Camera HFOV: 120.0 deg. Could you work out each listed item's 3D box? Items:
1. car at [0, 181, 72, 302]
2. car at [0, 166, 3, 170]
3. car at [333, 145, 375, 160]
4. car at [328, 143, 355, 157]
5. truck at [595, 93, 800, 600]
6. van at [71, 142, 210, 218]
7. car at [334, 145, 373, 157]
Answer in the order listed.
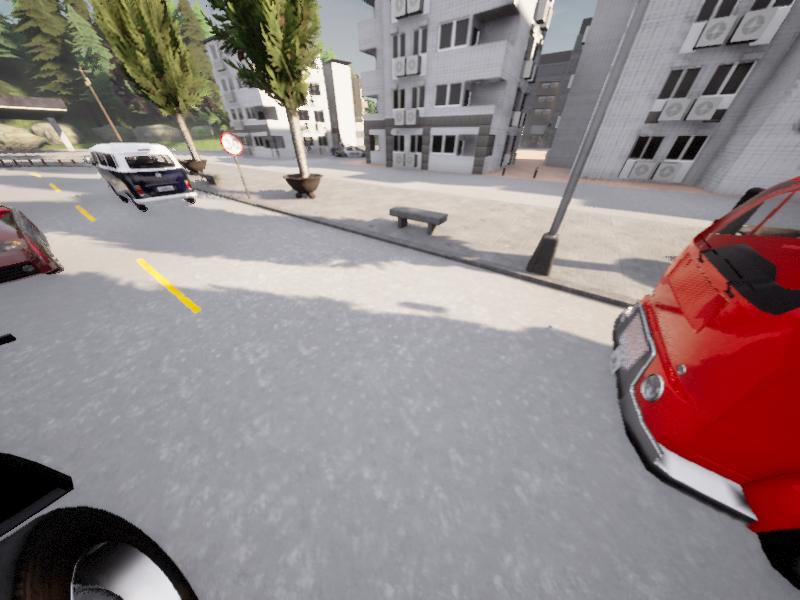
[{"bbox_3d":[-8.454,-1.136,4.262,4.181,1.385,1.994,23,41,28],"label":"car"},{"bbox_3d":[-33.630,-10.106,16.725,4.674,1.442,1.812,-11,36,-15],"label":"car"},{"bbox_3d":[-6.023,-19.447,30.452,4.974,1.542,2.038,-15,38,-20],"label":"car"},{"bbox_3d":[-8.115,-20.742,31.849,1.845,1.501,3.633,-29,44,-35],"label":"car"},{"bbox_3d":[4.317,0.822,0.646,5.204,2.467,2.627,22,41,27],"label":"truck"},{"bbox_3d":[-9.932,-4.830,8.912,4.480,2.038,2.069,22,41,28],"label":"van"},{"bbox_3d":[-6.070,-19.564,30.343,4.536,1.218,1.853,-15,38,-20],"label":"car"}]
